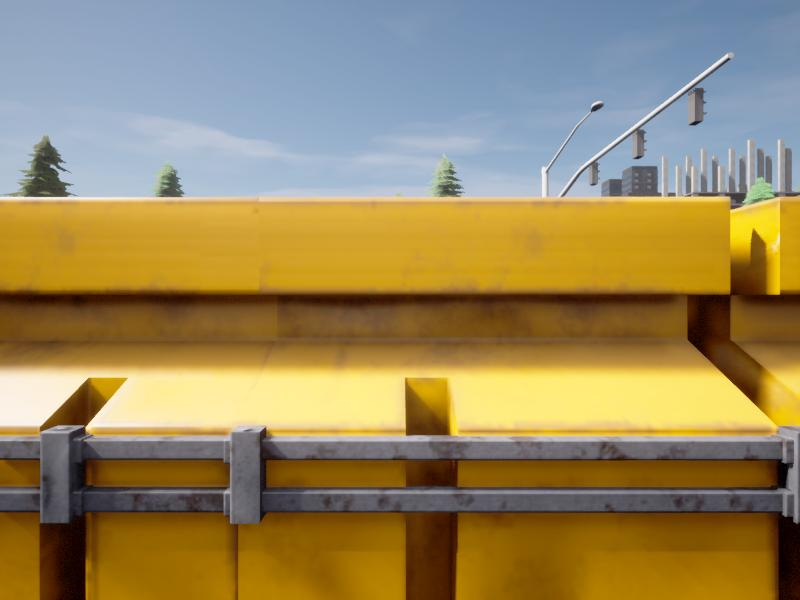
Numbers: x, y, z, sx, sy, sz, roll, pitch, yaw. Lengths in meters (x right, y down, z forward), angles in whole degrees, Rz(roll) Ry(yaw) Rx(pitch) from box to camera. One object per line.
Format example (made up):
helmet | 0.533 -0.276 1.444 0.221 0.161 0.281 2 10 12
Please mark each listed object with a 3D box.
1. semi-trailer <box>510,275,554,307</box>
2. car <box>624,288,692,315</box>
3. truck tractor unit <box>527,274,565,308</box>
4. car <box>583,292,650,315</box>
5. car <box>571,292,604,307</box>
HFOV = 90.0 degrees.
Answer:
semi-trailer | 19.857 -1.221 61.381 2.717 4.402 14.254 0 0 3
car | 18.474 0.091 28.975 2.097 1.767 4.553 0 0 2
truck tractor unit | 19.383 -1.127 53.483 3.053 4.208 6.516 0 0 4
car | 14.937 0.233 27.992 2.128 1.511 4.902 0 0 2
car | 26.330 -0.037 56.378 2.150 2.045 5.566 0 0 2
